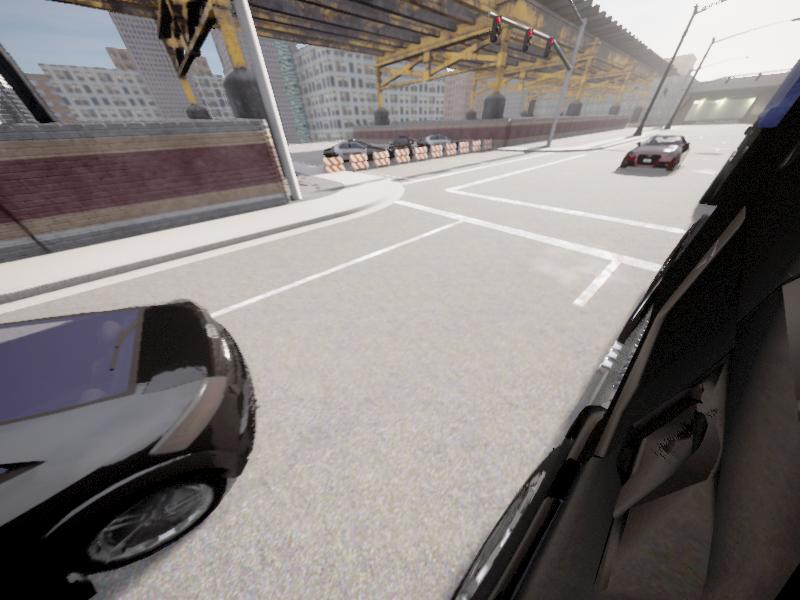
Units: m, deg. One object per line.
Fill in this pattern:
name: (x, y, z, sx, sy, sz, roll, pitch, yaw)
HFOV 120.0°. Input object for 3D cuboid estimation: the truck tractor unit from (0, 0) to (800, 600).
truck tractor unit: (2.645, -0.295, 0.351, 6.516, 4.208, 3.053, -28, 44, -30)

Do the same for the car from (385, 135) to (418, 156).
car: (0.255, -13.360, 19.863, 1.853, 1.218, 4.536, 6, 38, 12)

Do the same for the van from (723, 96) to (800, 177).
van: (17.480, -7.580, 10.550, 5.915, 2.561, 1.988, -28, 44, -30)

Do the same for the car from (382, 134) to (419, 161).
car: (0.249, -13.204, 19.918, 2.038, 1.542, 4.974, 6, 38, 12)

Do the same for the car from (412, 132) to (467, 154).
car: (3.837, -15.750, 23.090, 4.974, 1.542, 2.038, -9, 37, -8)

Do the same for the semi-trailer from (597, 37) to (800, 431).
semi-trailer: (8.720, -3.591, 4.206, 14.254, 4.402, 2.717, -28, 44, -29)

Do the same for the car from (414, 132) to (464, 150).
car: (3.781, -15.868, 22.989, 4.536, 1.218, 1.853, -9, 37, -8)

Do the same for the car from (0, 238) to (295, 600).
car: (-3.133, 1.221, 1.071, 4.181, 1.385, 1.994, -28, 44, -30)

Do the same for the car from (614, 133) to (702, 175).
car: (12.981, -7.429, 11.604, 4.181, 1.385, 1.994, -28, 44, -30)

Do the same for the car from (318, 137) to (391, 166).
car: (-3.262, -11.310, 17.611, 4.974, 1.542, 2.038, 0, 37, 4)

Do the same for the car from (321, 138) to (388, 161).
car: (-3.320, -11.436, 17.520, 4.536, 1.218, 1.853, 0, 37, 4)
